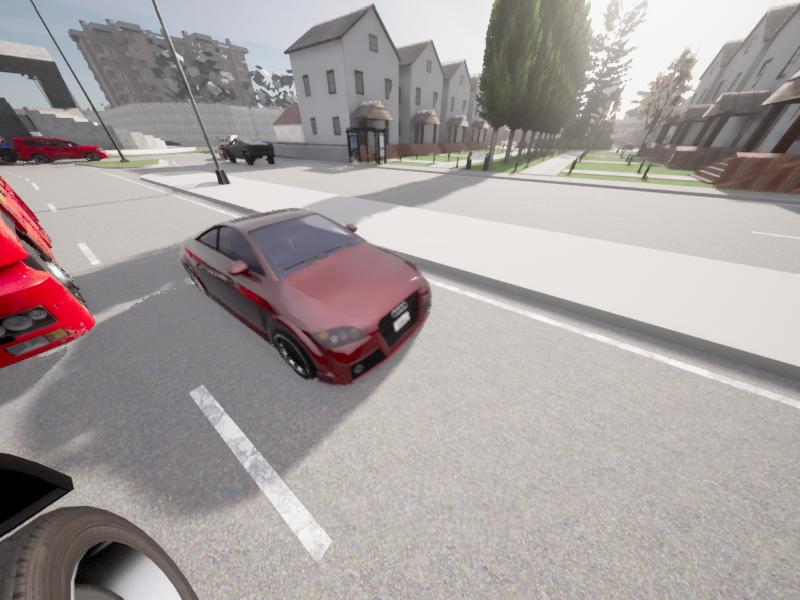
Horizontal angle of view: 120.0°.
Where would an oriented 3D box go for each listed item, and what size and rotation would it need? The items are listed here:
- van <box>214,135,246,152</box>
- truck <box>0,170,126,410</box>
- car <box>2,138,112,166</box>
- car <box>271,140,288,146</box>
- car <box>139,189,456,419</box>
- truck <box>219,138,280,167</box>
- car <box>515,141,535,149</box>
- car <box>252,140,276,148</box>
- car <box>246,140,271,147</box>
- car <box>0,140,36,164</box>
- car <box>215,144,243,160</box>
[{"bbox_3d":[-30.756,-28.595,42.196,2.351,2.431,6.366,-8,36,-11],"label":"van"},{"bbox_3d":[-7.797,-1.622,2.855,8.468,3.827,2.891,22,41,28],"label":"truck"},{"bbox_3d":[-33.397,-14.789,22.917,5.566,2.045,2.150,-27,44,-33],"label":"car"},{"bbox_3d":[-34.284,-44.836,66.003,1.845,1.501,3.633,23,41,29],"label":"car"},{"bbox_3d":[-1.605,-0.566,3.520,4.181,1.385,1.994,22,41,28],"label":"car"},{"bbox_3d":[-14.905,-14.664,22.810,6.274,2.098,2.390,26,42,31],"label":"truck"},{"bbox_3d":[31.563,-39.378,58.567,2.033,1.649,4.856,-4,35,-6],"label":"car"},{"bbox_3d":[-35.354,-40.741,60.183,2.038,1.542,4.974,24,42,30],"label":"car"},{"bbox_3d":[-37.965,-42.055,62.033,2.038,1.542,4.974,24,42,30],"label":"car"},{"bbox_3d":[-40.053,-14.510,22.615,3.866,1.878,1.905,-15,38,-20],"label":"car"},{"bbox_3d":[-21.173,-18.316,28.496,1.816,1.474,4.193,-25,43,-32],"label":"car"}]
